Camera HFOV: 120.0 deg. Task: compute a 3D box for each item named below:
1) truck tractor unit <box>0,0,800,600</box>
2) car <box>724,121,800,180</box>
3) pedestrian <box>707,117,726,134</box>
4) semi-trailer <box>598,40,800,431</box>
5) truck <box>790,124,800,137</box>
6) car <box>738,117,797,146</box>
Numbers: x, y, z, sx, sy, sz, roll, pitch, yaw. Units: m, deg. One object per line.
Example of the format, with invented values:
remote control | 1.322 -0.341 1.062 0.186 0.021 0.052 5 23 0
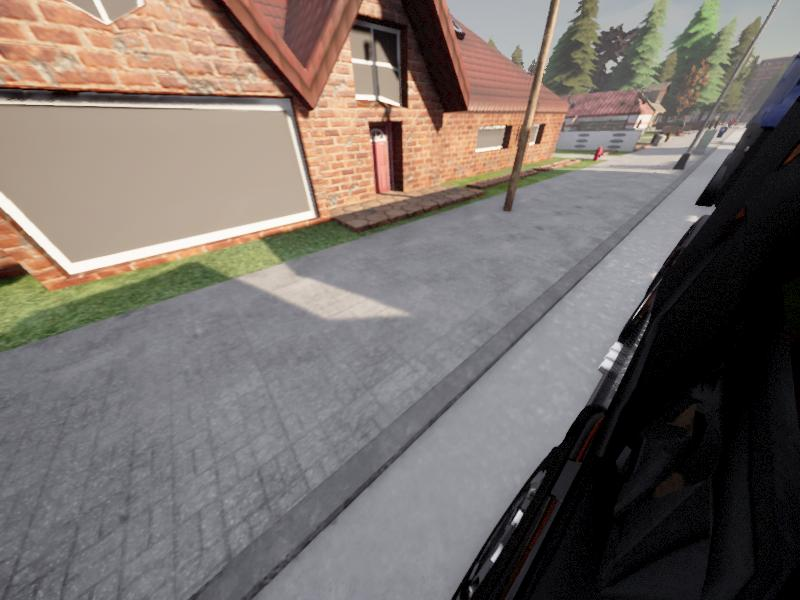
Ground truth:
truck tractor unit | 2.645 -0.295 0.351 6.516 4.208 3.053 -28 44 -30
car | 16.814 -6.799 10.304 4.605 1.855 1.932 -28 43 -30
pedestrian | 44.935 -24.744 32.809 0.751 1.860 0.751 22 43 29
semi-trailer | 8.698 -3.581 4.260 14.254 4.402 2.717 -28 44 -30
truck | 45.106 -18.846 24.490 5.204 2.467 2.627 -26 43 -32
car | 31.492 -14.529 19.938 3.866 1.878 1.905 -27 43 -30
